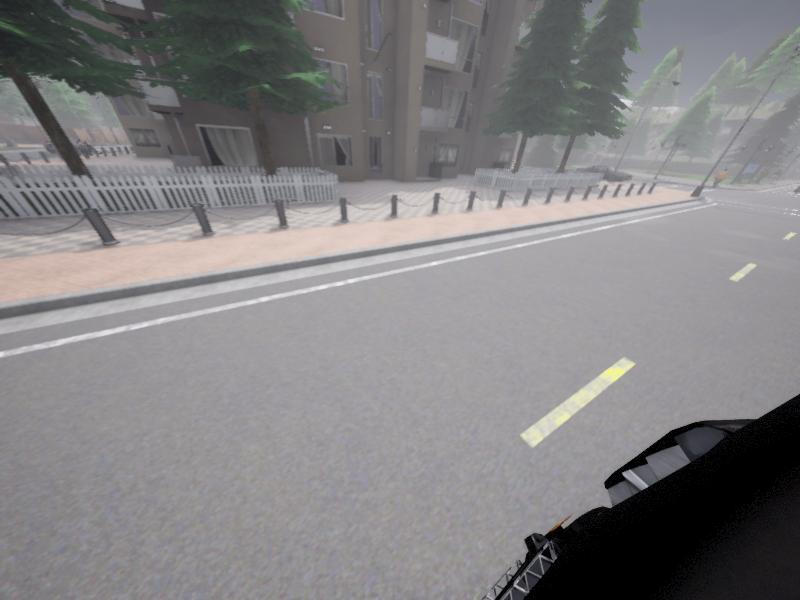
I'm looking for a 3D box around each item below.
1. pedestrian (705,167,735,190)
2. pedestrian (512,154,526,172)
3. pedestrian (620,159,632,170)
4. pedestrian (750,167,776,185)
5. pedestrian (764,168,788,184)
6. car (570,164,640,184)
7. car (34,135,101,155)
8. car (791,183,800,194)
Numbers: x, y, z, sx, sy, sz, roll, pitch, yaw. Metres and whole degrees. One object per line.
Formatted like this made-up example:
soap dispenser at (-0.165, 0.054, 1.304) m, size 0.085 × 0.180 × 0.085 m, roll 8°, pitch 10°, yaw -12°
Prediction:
pedestrian at (30.914, -11.769, 22.353) m, size 0.751 × 1.860 × 0.751 m, roll 26°, pitch 40°, yaw 31°
pedestrian at (14.958, -17.306, 29.130) m, size 0.751 × 1.860 × 0.751 m, roll -15°, pitch 38°, yaw -25°
pedestrian at (44.564, -26.688, 45.599) m, size 0.751 × 1.860 × 0.751 m, roll 15°, pitch 35°, yaw 17°
pedestrian at (43.886, -14.991, 27.952) m, size 0.751 × 1.860 × 0.751 m, roll -8°, pitch 35°, yaw -17°
pedestrian at (49.265, -16.259, 30.282) m, size 0.751 × 1.860 × 0.751 m, roll -20°, pitch 40°, yaw -30°
car at (22.627, -14.183, 25.778) m, size 2.033 × 1.411 × 5.357 m, roll -15°, pitch 37°, yaw -25°
car at (-34.789, -16.370, 24.427) m, size 2.038 × 1.542 × 4.974 m, roll -14°, pitch 37°, yaw -24°
car at (41.797, -11.530, 23.178) m, size 3.705 × 1.549 × 1.789 m, roll -15°, pitch 38°, yaw -25°
